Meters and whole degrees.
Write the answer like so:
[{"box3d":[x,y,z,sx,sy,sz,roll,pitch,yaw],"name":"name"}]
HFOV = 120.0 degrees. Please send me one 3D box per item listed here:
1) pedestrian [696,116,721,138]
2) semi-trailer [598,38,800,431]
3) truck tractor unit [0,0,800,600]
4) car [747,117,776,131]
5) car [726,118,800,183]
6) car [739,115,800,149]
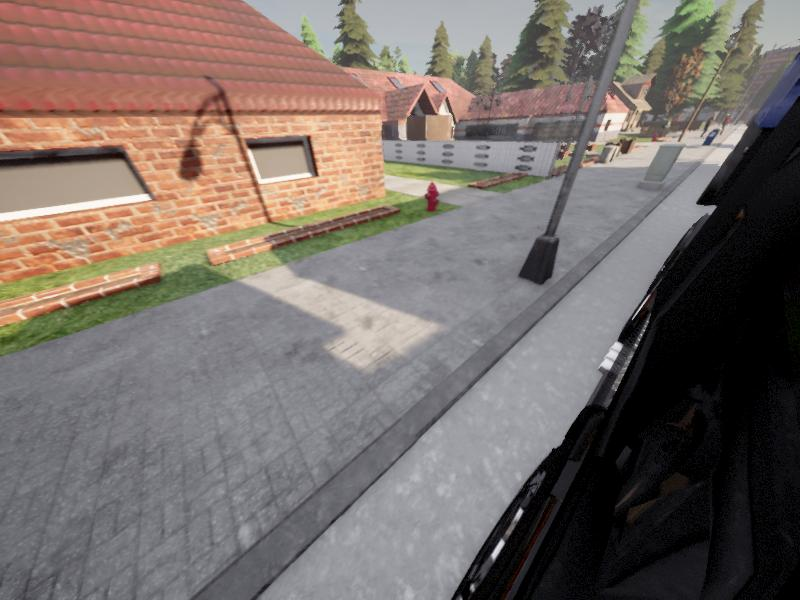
[{"box3d":[33.506,-18.840,25.155,0.751,1.860,0.751,22,43,29],"name":"pedestrian"},{"box3d":[8.696,-3.593,4.247,14.254,4.402,2.717,-28,43,-30],"name":"semi-trailer"},{"box3d":[2.645,-0.295,0.351,6.516,4.208,3.053,-28,44,-30],"name":"truck tractor unit"},{"box3d":[54.129,-26.466,34.664,4.193,1.474,1.816,-28,43,-30],"name":"car"},{"box3d":[16.137,-6.419,9.716,4.605,1.855,1.932,-28,43,-29],"name":"car"},{"box3d":[27.600,-12.563,17.264,3.866,1.878,1.905,-29,44,-31],"name":"car"}]
